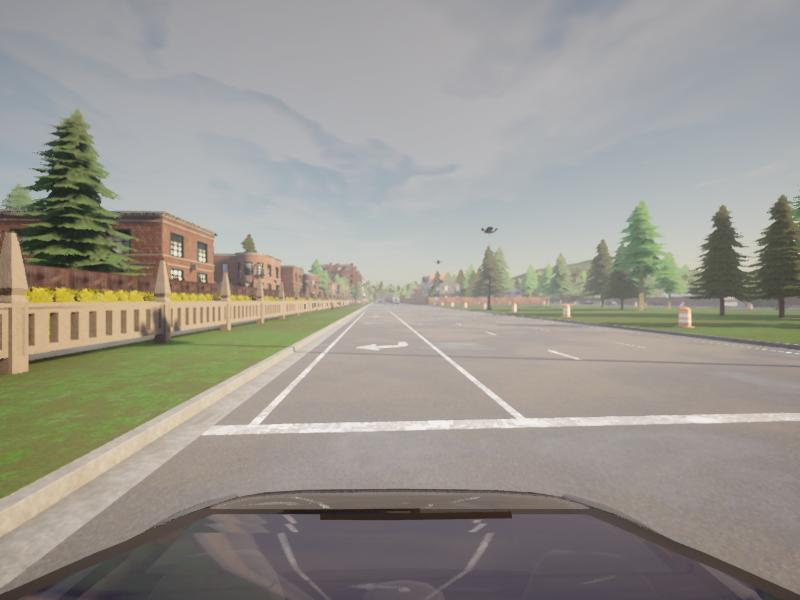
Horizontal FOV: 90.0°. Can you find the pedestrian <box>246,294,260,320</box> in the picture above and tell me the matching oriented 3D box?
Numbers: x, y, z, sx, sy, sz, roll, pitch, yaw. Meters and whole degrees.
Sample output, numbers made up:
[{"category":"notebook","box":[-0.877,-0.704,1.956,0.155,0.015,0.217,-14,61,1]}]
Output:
[{"category":"pedestrian","box":[-10.564,0.495,28.779,0.751,1.860,0.751,0,0,-4]}]

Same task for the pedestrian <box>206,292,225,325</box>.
[{"category":"pedestrian","box":[-10.476,0.494,22.748,0.751,1.860,0.751,0,0,-1]}]
